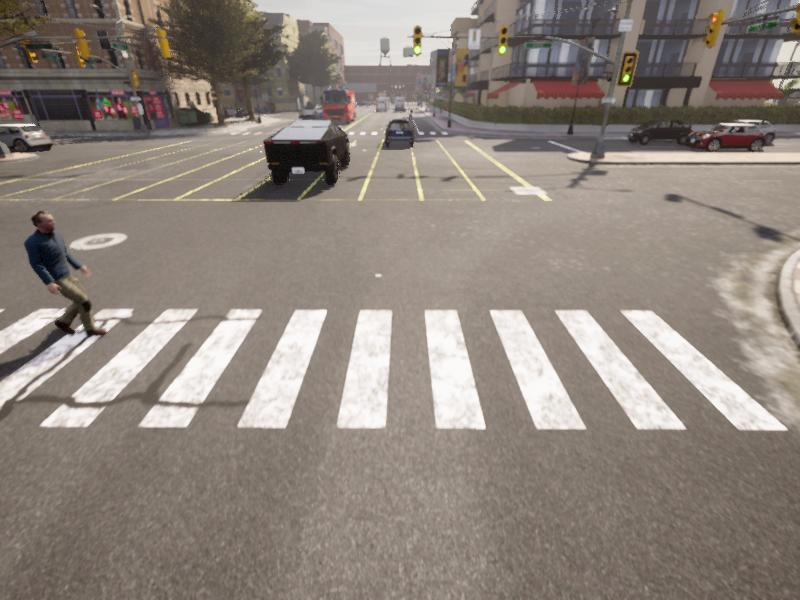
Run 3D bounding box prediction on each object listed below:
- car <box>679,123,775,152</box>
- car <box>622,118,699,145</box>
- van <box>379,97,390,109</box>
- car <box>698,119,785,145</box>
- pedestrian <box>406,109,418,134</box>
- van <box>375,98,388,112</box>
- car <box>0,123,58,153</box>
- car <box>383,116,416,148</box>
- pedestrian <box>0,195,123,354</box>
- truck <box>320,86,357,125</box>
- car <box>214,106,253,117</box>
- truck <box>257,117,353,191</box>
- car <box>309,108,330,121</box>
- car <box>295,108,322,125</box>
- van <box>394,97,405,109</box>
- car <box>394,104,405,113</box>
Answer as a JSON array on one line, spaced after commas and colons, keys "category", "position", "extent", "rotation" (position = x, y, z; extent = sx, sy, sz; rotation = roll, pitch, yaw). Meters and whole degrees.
[{"category": "car", "position": [19.473, -9.768, 23.991], "extent": [3.806, 1.475, 1.970], "rotation": [0, 27, 0]}, {"category": "car", "position": [17.555, -11.404, 27.095], "extent": [3.705, 1.549, 1.789], "rotation": [0, 27, 0]}, {"category": "van", "position": [-3.594, -46.832, 95.149], "extent": [2.351, 2.431, 6.366], "rotation": [0, 27, 0]}, {"category": "car", "position": [22.988, -11.362, 27.087], "extent": [3.806, 1.475, 1.970], "rotation": [0, 27, 0]}, {"category": "pedestrian", "position": [1.015, -15.352, 34.429], "extent": [0.751, 1.860, 0.751], "rotation": [-7, 28, -14]}, {"category": "van", "position": [-3.579, -38.683, 79.284], "extent": [2.351, 2.431, 6.366], "rotation": [0, 27, 0]}, {"category": "car", "position": [-23.511, -9.784, 24.112], "extent": [3.806, 1.475, 1.970], "rotation": [1, 27, 2]}, {"category": "car", "position": [-0.028, -11.525, 27.286], "extent": [2.033, 1.649, 4.856], "rotation": [0, 27, 0]}, {"category": "pedestrian", "position": [-4.445, -0.328, 5.188], "extent": [0.751, 1.860, 0.751], "rotation": [-6, 28, -11]}, {"category": "truck", "position": [-7.055, -22.983, 47.208], "extent": [2.891, 3.827, 8.468], "rotation": [0, 27, 0]}, {"category": "car", "position": [-25.364, -28.813, 61.105], "extent": [4.974, 1.542, 2.038], "rotation": [0, 27, 1]}, {"category": "truck", "position": [-3.516, -6.195, 16.401], "extent": [2.390, 2.098, 6.274], "rotation": [0, 27, 0]}, {"category": "car", "position": [-10.553, -24.384, 52.546], "extent": [1.812, 1.442, 4.674], "rotation": [0, 27, 0]}, {"category": "car", "position": [-10.550, -21.393, 46.508], "extent": [1.930, 1.638, 5.238], "rotation": [0, 27, -1]}, {"category": "van", "position": [-0.095, -46.870, 95.216], "extent": [2.351, 2.431, 6.366], "rotation": [0, 27, 0]}, {"category": "car", "position": [-0.077, -36.686, 76.533], "extent": [1.994, 1.385, 4.181], "rotation": [0, 27, 0]}]
